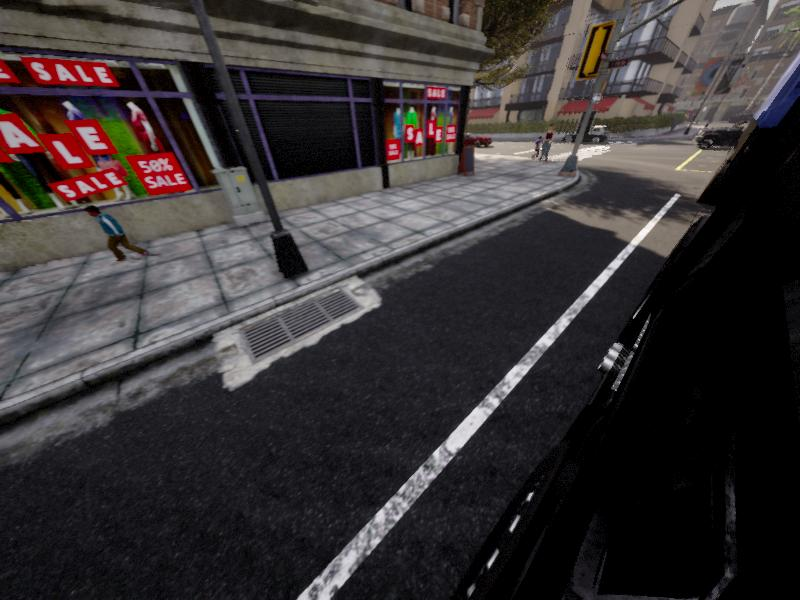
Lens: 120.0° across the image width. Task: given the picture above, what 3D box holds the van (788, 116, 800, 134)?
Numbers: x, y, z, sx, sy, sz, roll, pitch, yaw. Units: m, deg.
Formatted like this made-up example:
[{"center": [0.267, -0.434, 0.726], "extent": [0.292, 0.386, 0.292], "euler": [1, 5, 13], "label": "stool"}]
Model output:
[{"center": [44.232, -19.101, 24.311], "extent": [6.366, 2.431, 2.351], "euler": [-28, 44, -30], "label": "van"}]

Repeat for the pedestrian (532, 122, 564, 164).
[{"center": [8.223, -8.719, 12.895], "extent": [0.751, 1.860, 0.751], "euler": [-27, 43, -29], "label": "pedestrian"}]

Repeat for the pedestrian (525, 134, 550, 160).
[{"center": [8.794, -9.816, 14.787], "extent": [0.751, 1.300, 0.751], "euler": [-18, 40, -20], "label": "pedestrian"}]

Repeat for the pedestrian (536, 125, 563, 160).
[{"center": [9.839, -10.394, 15.279], "extent": [0.751, 1.860, 0.751], "euler": [-25, 42, -26], "label": "pedestrian"}]

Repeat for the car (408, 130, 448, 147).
[{"center": [3.543, -21.286, 30.447], "extent": [1.801, 1.575, 5.366], "euler": [-28, 44, -30], "label": "car"}]

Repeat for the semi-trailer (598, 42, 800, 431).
[{"center": [8.689, -3.614, 4.235], "extent": [14.254, 4.402, 2.717], "euler": [-28, 44, -30], "label": "semi-trailer"}]

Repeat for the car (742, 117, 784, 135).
[{"center": [41.647, -20.040, 26.582], "extent": [5.357, 1.411, 2.033], "euler": [-28, 44, -30], "label": "car"}]

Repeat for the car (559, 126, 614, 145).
[{"center": [19.261, -17.108, 23.996], "extent": [1.970, 1.475, 3.806], "euler": [-28, 44, -30], "label": "car"}]

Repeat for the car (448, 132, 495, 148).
[{"center": [8.019, -18.152, 26.234], "extent": [1.895, 1.301, 4.718], "euler": [-28, 44, -30], "label": "car"}]

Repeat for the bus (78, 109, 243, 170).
[{"center": [-23.057, -16.539, 23.549], "extent": [10.273, 4.253, 3.944], "euler": [-28, 44, -30], "label": "bus"}]

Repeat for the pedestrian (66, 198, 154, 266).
[{"center": [-5.588, -1.328, 4.541], "extent": [0.500, 1.100, 0.500], "euler": [-20, 40, -22], "label": "pedestrian"}]

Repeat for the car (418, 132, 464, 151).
[{"center": [4.334, -17.478, 25.399], "extent": [1.837, 1.490, 4.892], "euler": [-28, 44, -30], "label": "car"}]

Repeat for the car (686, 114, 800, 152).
[{"center": [23.388, -11.233, 15.582], "extent": [1.932, 1.855, 4.605], "euler": [-28, 44, -30], "label": "car"}]

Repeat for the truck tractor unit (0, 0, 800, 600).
[{"center": [2.645, -0.295, 0.351], "extent": [6.516, 4.208, 3.053], "euler": [-28, 44, -30], "label": "truck tractor unit"}]

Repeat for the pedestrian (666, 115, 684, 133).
[{"center": [35.693, -22.846, 30.006], "extent": [0.751, 1.860, 0.751], "euler": [-28, 44, -30], "label": "pedestrian"}]

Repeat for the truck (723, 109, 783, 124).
[{"center": [72.634, -37.807, 47.732], "extent": [2.390, 2.098, 6.274], "euler": [-17, 39, -18], "label": "truck"}]
